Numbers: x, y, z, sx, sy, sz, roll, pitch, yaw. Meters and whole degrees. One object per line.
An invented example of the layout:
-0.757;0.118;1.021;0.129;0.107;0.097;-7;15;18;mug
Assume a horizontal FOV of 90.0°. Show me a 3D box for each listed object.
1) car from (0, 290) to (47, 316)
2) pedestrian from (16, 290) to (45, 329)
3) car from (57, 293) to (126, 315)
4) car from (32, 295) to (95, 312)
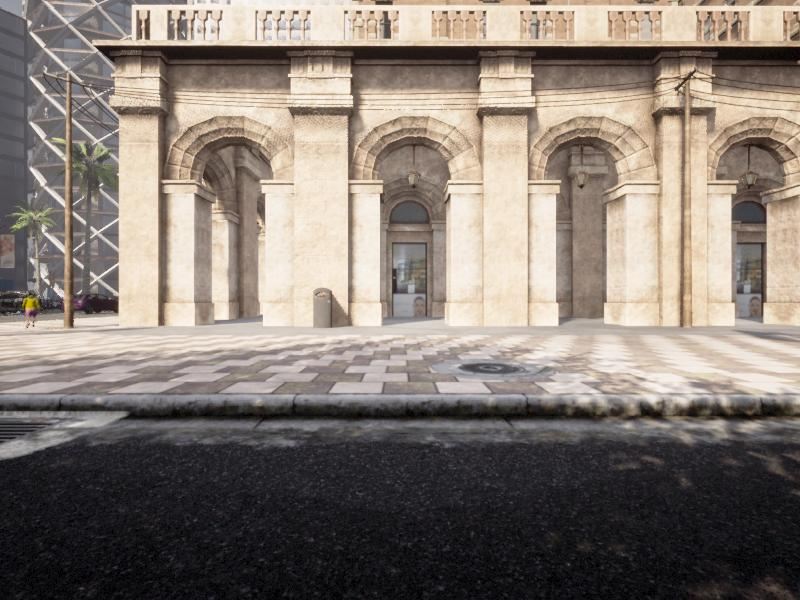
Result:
-25.832;0.170;25.564;1.930;1.638;5.238;0;0;0;car
-10.668;0.265;11.556;0.500;1.100;0.500;0;0;-29;pedestrian
-22.326;0.254;29.207;1.816;1.474;4.193;0;0;0;car
-29.315;0.307;35.060;1.994;1.385;4.181;0;0;0;car
